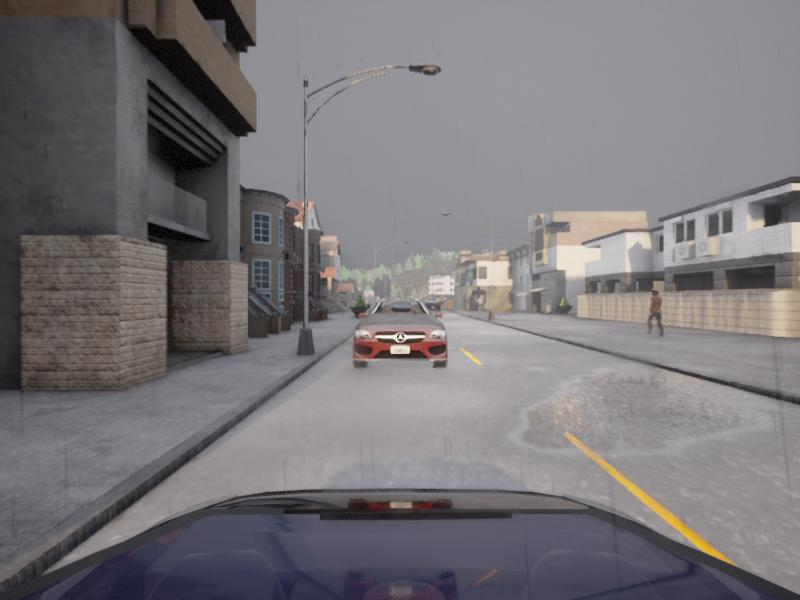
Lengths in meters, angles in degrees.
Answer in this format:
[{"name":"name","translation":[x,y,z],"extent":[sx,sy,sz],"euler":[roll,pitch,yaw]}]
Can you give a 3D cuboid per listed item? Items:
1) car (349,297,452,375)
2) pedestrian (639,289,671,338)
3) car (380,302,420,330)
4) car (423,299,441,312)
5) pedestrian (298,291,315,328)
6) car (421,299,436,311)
[{"name":"car","translation":[0.010,0.757,10.910],"extent":[2.152,1.651,5.027],"euler":[0,0,0]},{"name":"pedestrian","translation":[9.953,0.499,15.629],"extent":[0.751,1.860,0.751],"euler":[0,0,-2]},{"name":"car","translation":[0.014,0.846,23.141],"extent":[2.033,1.411,5.357],"euler":[0,0,0]},{"name":"car","translation":[4.033,0.666,50.913],"extent":[1.930,1.638,5.238],"euler":[0,0,0]},{"name":"pedestrian","translation":[-4.859,0.489,20.711],"extent":[0.751,1.860,0.751],"euler":[0,0,-22]},{"name":"car","translation":[4.037,0.682,58.162],"extent":[1.801,1.575,5.366],"euler":[0,0,0]}]
